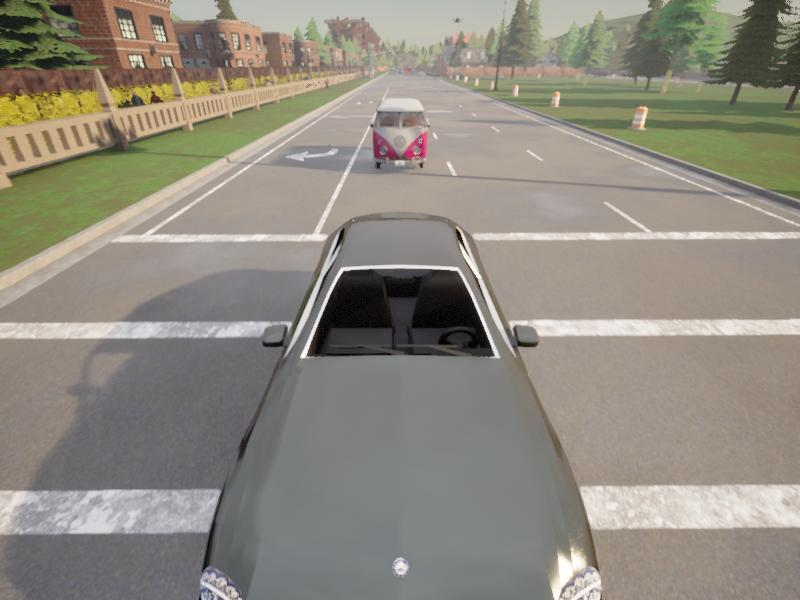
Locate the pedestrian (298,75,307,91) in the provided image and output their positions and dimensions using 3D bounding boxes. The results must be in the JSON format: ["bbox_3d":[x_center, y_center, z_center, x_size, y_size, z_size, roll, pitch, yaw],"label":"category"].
[{"bbox_3d":[-12.488,-27.768,51.166,0.751,1.860,0.751,0,30,-1],"label":"pedestrian"}]

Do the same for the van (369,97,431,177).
[{"bbox_3d":[0.002,-5.857,14.014,1.775,1.987,4.442,0,30,0],"label":"van"}]

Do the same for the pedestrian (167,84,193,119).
[{"bbox_3d":[-13.519,-12.215,24.628,0.751,1.860,0.751,1,30,1],"label":"pedestrian"}]

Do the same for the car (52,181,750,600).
[{"bbox_3d":[0.003,0.327,3.820,2.152,1.651,5.027,0,30,0],"label":"car"}]

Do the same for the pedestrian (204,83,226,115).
[{"bbox_3d":[-12.373,-13.465,26.761,0.751,1.860,0.751,0,30,0],"label":"pedestrian"}]

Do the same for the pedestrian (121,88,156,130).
[{"bbox_3d":[-13.273,-9.714,20.361,0.751,1.860,0.751,1,30,2],"label":"pedestrian"}]

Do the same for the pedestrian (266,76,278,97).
[{"bbox_3d":[-13.454,-22.511,42.196,0.751,1.860,0.751,1,30,1],"label":"pedestrian"}]

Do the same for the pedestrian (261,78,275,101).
[{"bbox_3d":[-12.347,-19.735,37.460,0.751,1.860,0.751,1,30,1],"label":"pedestrian"}]

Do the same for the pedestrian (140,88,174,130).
[{"bbox_3d":[-12.400,-9.781,20.476,0.751,1.860,0.751,0,30,0],"label":"pedestrian"}]
